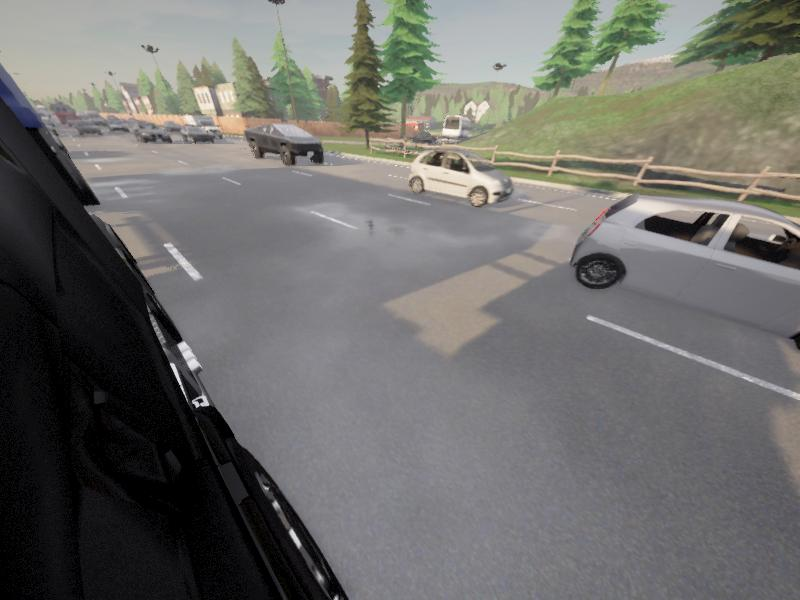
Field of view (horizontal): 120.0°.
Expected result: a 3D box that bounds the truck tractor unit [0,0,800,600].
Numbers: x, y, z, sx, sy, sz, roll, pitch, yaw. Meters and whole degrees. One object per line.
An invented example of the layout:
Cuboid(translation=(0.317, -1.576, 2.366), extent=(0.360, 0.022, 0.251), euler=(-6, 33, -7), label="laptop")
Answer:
Cuboid(translation=(-2.645, -0.295, 0.351), extent=(6.516, 4.208, 3.053), euler=(28, 44, 30), label="truck tractor unit")

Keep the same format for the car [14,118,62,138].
Cuboid(translation=(-38.340, -18.320, 24.576), extent=(4.792, 1.488, 2.163), euler=(28, 44, 30), label="car")

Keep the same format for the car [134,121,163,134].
Cuboid(translation=(-39.967, -27.382, 36.693), extent=(5.357, 1.411, 2.033), euler=(28, 44, 30), label="car")

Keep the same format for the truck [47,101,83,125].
Cuboid(translation=(-73.854, -41.068, 50.882), extent=(8.468, 3.827, 2.891), euler=(28, 44, 30), label="truck")

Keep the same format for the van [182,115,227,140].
Cuboid(translation=(-26.450, -23.299, 31.198), extent=(6.366, 2.431, 2.351), euler=(28, 44, 30), label="van")

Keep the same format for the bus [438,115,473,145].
Cuboid(translation=(11.167, -33.354, 45.493), extent=(3.944, 4.253, 10.273), euler=(16, 39, 17), label="bus")

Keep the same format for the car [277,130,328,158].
Cuboid(translation=(-8.215, -13.184, 19.466), extent=(3.988, 1.617, 1.851), euler=(28, 44, 30), label="car")

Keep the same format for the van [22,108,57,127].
Cuboid(translation=(-63.430, -32.162, 40.771), extent=(6.366, 2.431, 2.351), euler=(28, 44, 30), label="van")

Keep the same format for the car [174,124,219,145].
Cuboid(translation=(-21.845, -17.768, 24.731), extent=(5.238, 1.638, 1.930), euler=(28, 44, 30), label="car")

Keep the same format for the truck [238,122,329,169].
Cuboid(translation=(-7.782, -10.413, 15.369), extent=(6.274, 2.098, 2.390), euler=(28, 44, 30), label="truck")

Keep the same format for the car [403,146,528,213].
Cuboid(translation=(2.284, -4.812, 8.900), extent=(3.988, 1.617, 1.851), euler=(28, 44, 30), label="car")

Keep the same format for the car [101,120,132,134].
Cuboid(translation=(-42.635, -26.071, 34.769), extent=(5.357, 1.411, 2.033), euler=(28, 44, 30), label="car")

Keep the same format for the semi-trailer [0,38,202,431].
Cuboid(translation=(-8.739, -3.571, 4.196), extent=(14.254, 4.402, 2.717), euler=(28, 43, 29), label="semi-trailer")

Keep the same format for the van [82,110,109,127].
Cuboid(translation=(-62.993, -37.471, 47.788), extent=(5.915, 2.561, 1.988), euler=(28, 44, 30), label="van")

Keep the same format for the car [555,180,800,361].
Cuboid(translation=(4.908, -0.634, 3.527), extent=(3.633, 1.501, 1.845), euler=(28, 44, 30), label="car")

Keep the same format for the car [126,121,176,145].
Cuboid(translation=(-24.774, -16.606, 22.968), extent=(4.611, 1.667, 2.242), euler=(28, 44, 30), label="car")

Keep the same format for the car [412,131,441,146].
Cuboid(translation=(4.400, -26.864, 38.434), extent=(4.553, 1.767, 2.097), euler=(-24, 44, -31), label="car")

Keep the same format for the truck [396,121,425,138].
Cuboid(translation=(3.026, -51.707, 69.936), extent=(8.468, 3.827, 2.891), euler=(28, 44, 30), label="truck")

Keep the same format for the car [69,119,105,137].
Cuboid(translation=(-37.648, -20.697, 27.794), extent=(4.892, 1.490, 1.837), euler=(28, 44, 30), label="car")

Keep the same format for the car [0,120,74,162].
Cuboid(translation=(-21.560, -9.380, 13.520), extent=(5.027, 1.651, 2.152), euler=(28, 44, 30), label="car")

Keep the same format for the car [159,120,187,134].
Cuboid(translation=(-39.053, -29.736, 39.697), extent=(5.238, 1.638, 1.930), euler=(28, 44, 30), label="car")
